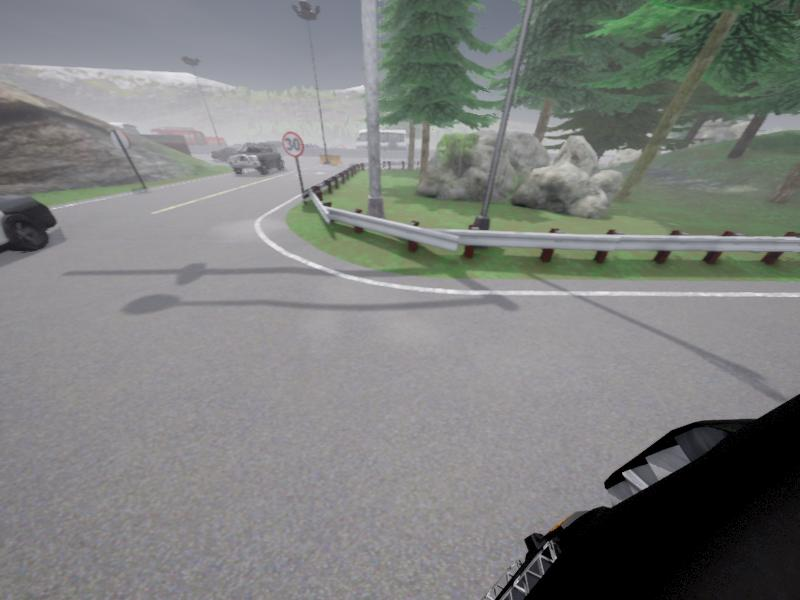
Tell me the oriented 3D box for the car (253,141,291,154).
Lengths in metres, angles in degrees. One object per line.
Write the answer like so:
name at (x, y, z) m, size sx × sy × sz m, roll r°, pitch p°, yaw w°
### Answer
car at (-24.095, -28.904, 43.682) m, size 5.566 × 2.045 × 2.150 m, roll -1°, pitch 34°, yaw -1°

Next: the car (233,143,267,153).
car at (-30.185, -30.701, 46.542) m, size 5.366 × 1.575 × 1.801 m, roll 0°, pitch 34°, yaw -2°

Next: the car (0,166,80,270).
car at (-8.175, -0.758, 3.183) m, size 2.038 × 1.542 × 4.974 m, roll -11°, pitch 36°, yaw -17°

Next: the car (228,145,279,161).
car at (-18.558, -18.809, 29.514) m, size 4.974 × 1.542 × 2.038 m, roll 0°, pitch 34°, yaw -2°

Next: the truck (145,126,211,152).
truck at (-43.432, -31.693, 45.548) m, size 8.468 × 3.827 × 2.891 m, roll 0°, pitch 34°, yaw -2°

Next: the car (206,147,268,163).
car at (-18.666, -16.777, 26.651) m, size 5.357 × 1.411 × 2.033 m, roll 0°, pitch 34°, yaw -1°

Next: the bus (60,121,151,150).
bus at (-56.821, -31.861, 44.952) m, size 10.273 × 4.253 × 3.944 m, roll 0°, pitch 34°, yaw -2°

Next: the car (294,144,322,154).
car at (-18.575, -30.674, 46.862) m, size 4.856 × 1.649 × 2.033 m, roll 0°, pitch 34°, yaw -3°

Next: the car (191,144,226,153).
car at (-35.993, -28.639, 43.568) m, size 4.718 × 1.301 × 1.895 m, roll 0°, pitch 34°, yaw -2°

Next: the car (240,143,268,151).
car at (-33.049, -34.621, 52.273) m, size 4.892 × 1.490 × 1.837 m, roll 0°, pitch 34°, yaw -2°

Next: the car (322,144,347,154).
car at (-14.008, -32.632, 49.860) m, size 4.611 × 1.667 × 2.242 m, roll 1°, pitch 34°, yaw -2°

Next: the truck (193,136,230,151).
truck at (-42.097, -35.063, 51.750) m, size 5.204 × 2.467 × 2.627 m, roll 0°, pitch 34°, yaw -2°

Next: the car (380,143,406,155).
car at (-1.536, -32.734, 50.097) m, size 5.566 × 2.045 × 2.150 m, roll 0°, pitch 34°, yaw -1°

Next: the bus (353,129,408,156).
bus at (-3.787, -31.616, 46.419) m, size 10.273 × 4.253 × 3.944 m, roll 0°, pitch 34°, yaw -1°

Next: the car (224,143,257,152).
car at (-34.028, -32.611, 49.384) m, size 5.357 × 1.411 × 2.033 m, roll 0°, pitch 34°, yaw -2°

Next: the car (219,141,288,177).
car at (-9.898, -9.954, 16.152) m, size 1.932 × 1.855 × 4.605 m, roll -1°, pitch 34°, yaw -3°
